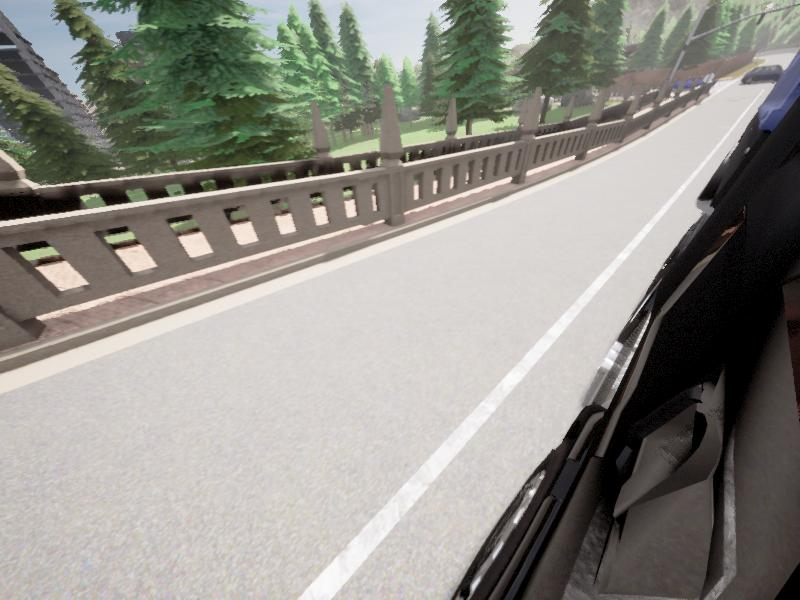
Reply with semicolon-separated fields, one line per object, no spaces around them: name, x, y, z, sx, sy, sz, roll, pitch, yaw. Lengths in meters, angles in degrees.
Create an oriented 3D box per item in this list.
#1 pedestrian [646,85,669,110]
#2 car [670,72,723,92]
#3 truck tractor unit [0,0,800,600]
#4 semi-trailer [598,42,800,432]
pedestrian;26.517;-20.818;23.772;0.751;1.860;0.751;-31;46;-24
car;44.500;-32.827;34.824;2.007;1.525;4.514;-35;47;-27
truck tractor unit;2.645;-0.295;0.351;6.516;4.208;3.053;-28;44;-30
semi-trailer;8.665;-3.683;4.174;14.254;4.402;2.717;-29;44;-29
